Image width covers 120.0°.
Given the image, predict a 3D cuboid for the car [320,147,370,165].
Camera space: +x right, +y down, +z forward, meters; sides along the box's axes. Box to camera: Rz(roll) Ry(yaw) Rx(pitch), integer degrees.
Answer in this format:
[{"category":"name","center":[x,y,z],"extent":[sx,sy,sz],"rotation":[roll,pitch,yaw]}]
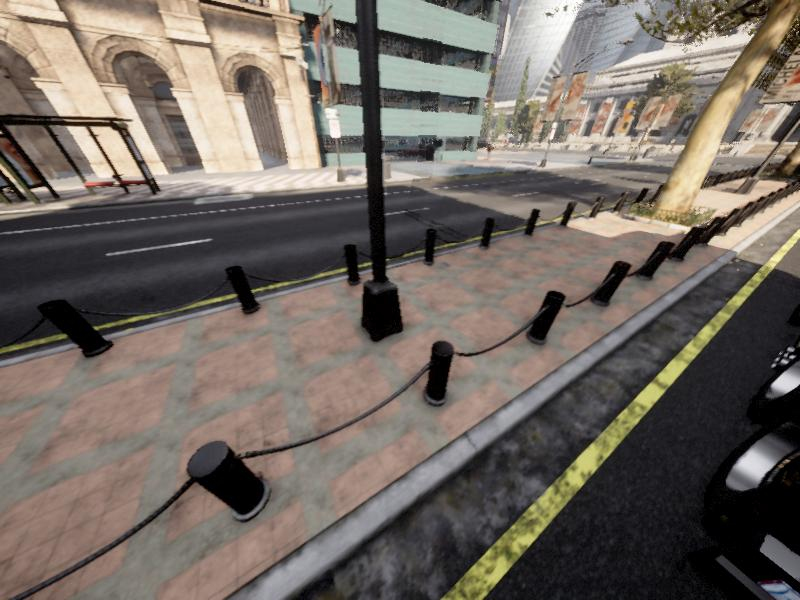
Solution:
[{"category":"car","center":[-5.969,-15.972,25.460],"extent":[4.786,1.482,2.161],"rotation":[-18,39,-25]}]

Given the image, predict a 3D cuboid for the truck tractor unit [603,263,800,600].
[{"category":"truck tractor unit","center":[5.109,-0.301,0.796],"extent":[6.516,4.208,3.053],"rotation":[-18,39,-24]}]

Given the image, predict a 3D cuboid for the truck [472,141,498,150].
[{"category":"truck","center":[23.744,-43.543,65.007],"extent":[2.390,2.098,6.274],"rotation":[-29,44,-35]}]

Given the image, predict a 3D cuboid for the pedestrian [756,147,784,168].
[{"category":"pedestrian","center":[39.212,-15.143,24.485],"extent":[0.751,1.860,0.751],"rotation":[-21,40,-27]}]

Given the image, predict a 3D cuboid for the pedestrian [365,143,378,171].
[{"category":"pedestrian","center":[-2.285,-11.516,18.611],"extent":[0.751,1.860,0.751],"rotation":[-15,38,-20]}]

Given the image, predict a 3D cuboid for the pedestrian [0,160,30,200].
[{"category":"pedestrian","center":[-16.277,-5.010,9.123],"extent":[0.751,1.860,0.751],"rotation":[-18,39,-24]}]

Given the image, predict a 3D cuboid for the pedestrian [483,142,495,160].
[{"category":"pedestrian","center":[11.218,-18.659,29.010],"extent":[0.751,1.860,0.751],"rotation":[-28,44,-35]}]

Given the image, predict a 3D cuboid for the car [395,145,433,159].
[{"category":"car","center":[1.991,-21.324,33.161],"extent":[4.902,1.511,2.128],"rotation":[-18,39,-25]}]
